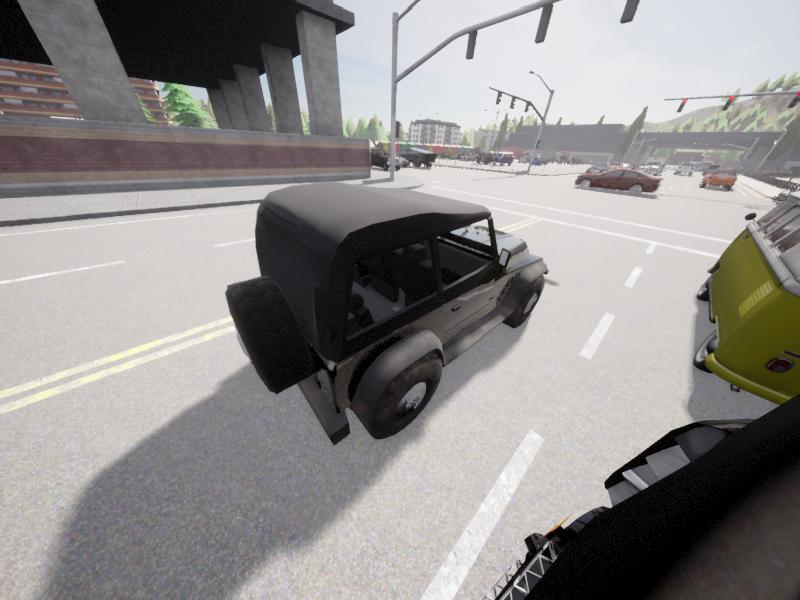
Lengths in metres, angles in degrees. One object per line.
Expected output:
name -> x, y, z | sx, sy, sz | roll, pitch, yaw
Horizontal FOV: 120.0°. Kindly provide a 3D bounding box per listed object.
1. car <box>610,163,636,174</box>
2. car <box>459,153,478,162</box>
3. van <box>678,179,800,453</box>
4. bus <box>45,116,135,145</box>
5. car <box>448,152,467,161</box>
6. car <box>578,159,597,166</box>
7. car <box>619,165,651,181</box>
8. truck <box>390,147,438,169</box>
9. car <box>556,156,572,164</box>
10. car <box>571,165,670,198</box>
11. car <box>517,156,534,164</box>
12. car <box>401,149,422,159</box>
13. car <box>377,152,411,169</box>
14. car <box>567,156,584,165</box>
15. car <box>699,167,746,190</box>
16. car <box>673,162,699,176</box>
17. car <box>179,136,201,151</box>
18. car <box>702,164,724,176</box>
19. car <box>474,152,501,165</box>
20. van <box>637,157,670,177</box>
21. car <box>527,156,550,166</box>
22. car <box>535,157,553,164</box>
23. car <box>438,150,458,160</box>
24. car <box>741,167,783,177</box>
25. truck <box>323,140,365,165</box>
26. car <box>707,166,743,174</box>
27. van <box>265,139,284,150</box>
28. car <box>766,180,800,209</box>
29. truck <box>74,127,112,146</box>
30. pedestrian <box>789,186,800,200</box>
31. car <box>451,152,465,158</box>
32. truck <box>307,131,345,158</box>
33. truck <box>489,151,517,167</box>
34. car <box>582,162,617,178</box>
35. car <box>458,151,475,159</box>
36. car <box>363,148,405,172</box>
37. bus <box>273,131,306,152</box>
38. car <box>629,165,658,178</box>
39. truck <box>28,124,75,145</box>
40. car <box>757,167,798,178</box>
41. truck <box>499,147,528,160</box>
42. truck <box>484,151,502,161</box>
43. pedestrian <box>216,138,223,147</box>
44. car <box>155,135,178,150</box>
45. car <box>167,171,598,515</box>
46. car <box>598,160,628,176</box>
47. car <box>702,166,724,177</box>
car -> 37.943, -22.423, 39.318 | 4.792, 1.488, 2.163 | -24, 42, -35
car -> 14.791, -30.846, 50.043 | 3.806, 1.475, 1.970 | -24, 42, -35
van -> 5.428, -0.142, 2.783 | 4.442, 1.987, 1.775 | -24, 42, -35
bus -> -65.298, -36.021, 49.412 | 10.273, 4.253, 3.944 | -24, 42, -35
car -> 12.886, -32.143, 51.795 | 3.905, 1.438, 1.784 | -24, 42, -35
car -> 57.002, -41.858, 70.155 | 1.970, 1.475, 3.806 | -24, 42, -34
car -> 29.843, -16.168, 29.271 | 3.806, 1.475, 1.970 | -24, 42, -35
truck -> 1.698, -18.634, 30.174 | 2.390, 2.098, 6.274 | -25, 42, -35
car -> 44.848, -38.336, 63.198 | 3.866, 1.878, 1.905 | -24, 42, -35
car -> 16.167, -8.956, 17.244 | 1.882, 1.535, 5.008 | -25, 43, -35
car -> 29.935, -33.419, 55.080 | 3.806, 1.475, 1.970 | -24, 42, -35
car -> 2.690, -33.624, 53.176 | 4.611, 1.667, 2.242 | -24, 42, -35
car -> -0.826, -17.111, 28.252 | 1.816, 1.474, 4.193 | -25, 42, -35
car -> 46.714, -37.050, 61.397 | 4.605, 1.855, 1.932 | -24, 42, -35
car -> 33.307, -12.690, 24.005 | 4.553, 1.767, 2.097 | -25, 43, -35
car -> 52.882, -24.256, 42.717 | 5.566, 2.045, 2.150 | -24, 42, -35
car -> -35.283, -26.259, 38.792 | 1.905, 1.878, 3.866 | -24, 42, -35
car -> 63.703, -26.518, 47.107 | 3.866, 1.878, 1.905 | -24, 42, -35
car -> 15.566, -25.131, 41.048 | 4.605, 1.855, 1.932 | -24, 42, -35
van -> 41.805, -21.979, 38.087 | 6.366, 2.431, 2.351 | -24, 42, -35
car -> 28.809, -28.835, 47.953 | 4.611, 1.667, 2.242 | -24, 42, -35
car -> 38.211, -37.156, 61.335 | 5.357, 1.415, 2.033 | -24, 42, -35
car -> 11.089, -33.478, 53.290 | 4.605, 1.855, 1.932 | -24, 42, -35
car -> 84.231, -29.829, 53.870 | 2.033, 1.649, 4.856 | -25, 42, -35
truck -> -7.124, -18.767, 29.365 | 2.627, 2.467, 5.204 | -25, 42, -35
car -> 83.868, -33.713, 59.798 | 1.882, 1.535, 5.008 | -5, 34, -12
van -> -34.069, -42.286, 62.793 | 2.351, 2.431, 6.366 | -25, 42, -35
car -> 26.639, -5.860, 13.488 | 2.033, 1.411, 5.357 | -13, 36, -22
truck -> -51.753, -27.613, 39.103 | 2.615, 2.467, 5.204 | -24, 42, -35
pedestrian -> 29.400, -8.103, 16.404 | 0.751, 1.860, 0.751 | 18, 36, 21
car -> 16.877, -42.122, 67.145 | 3.905, 1.438, 1.784 | -24, 42, -35
truck -> -14.215, -29.835, 44.286 | 2.891, 3.827, 8.468 | -25, 42, -35
truck -> 17.530, -23.963, 39.266 | 4.478, 2.038, 2.069 | -24, 42, -35
car -> 26.358, -17.229, 30.471 | 4.856, 1.649, 2.033 | -24, 42, -35
car -> 18.746, -41.005, 65.223 | 4.605, 1.855, 1.932 | -24, 42, -35
car -> -1.825, -15.027, 24.672 | 1.932, 1.855, 4.605 | -25, 42, -35
bus -> -30.217, -43.347, 63.037 | 3.944, 4.253, 10.273 | -25, 42, -35
car -> 35.225, -18.564, 33.393 | 4.181, 1.385, 1.994 | -24, 42, -35
truck -> -54.988, -26.154, 36.656 | 2.615, 2.467, 5.204 | -24, 42, -35
car -> 88.498, -30.029, 54.290 | 1.932, 1.855, 4.605 | -25, 42, -35
truck -> 41.486, -53.737, 84.669 | 2.891, 3.827, 8.468 | -23, 41, -33
truck -> 24.206, -37.497, 60.180 | 4.478, 2.038, 2.069 | -24, 42, -35
pedestrian -> -44.924, -39.195, 57.512 | 0.751, 1.860, 0.751 | -25, 43, -36
car -> -37.490, -25.264, 37.122 | 1.905, 1.878, 3.866 | -24, 42, -35
car -> 0.275, -0.347, 2.785 | 3.866, 1.878, 1.905 | -24, 42, -35
car -> 32.224, -19.958, 34.879 | 4.553, 1.767, 2.097 | -24, 42, -35
car -> 58.510, -24.041, 43.249 | 3.633, 1.501, 1.845 | -24, 42, -35
